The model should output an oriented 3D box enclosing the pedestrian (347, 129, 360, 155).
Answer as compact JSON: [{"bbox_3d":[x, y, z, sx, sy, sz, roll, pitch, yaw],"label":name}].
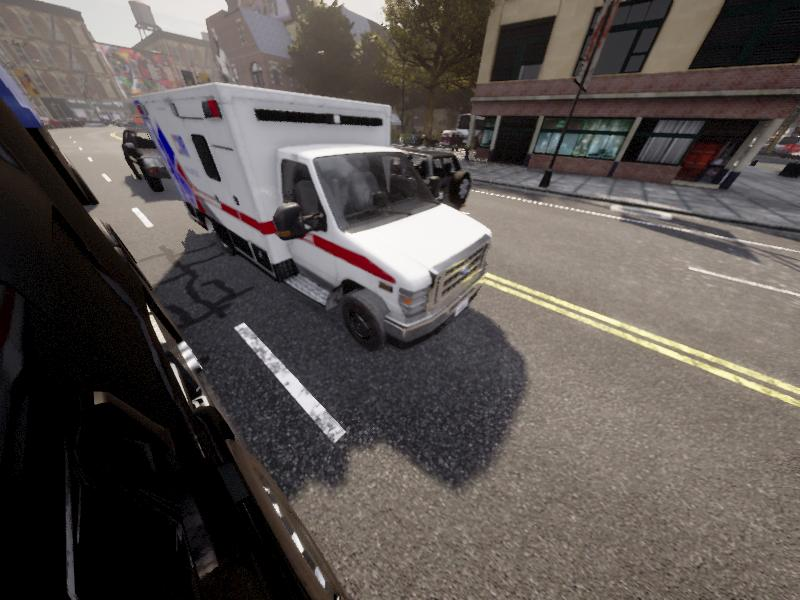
[{"bbox_3d":[-4.163,-14.188,20.740,0.751,1.860,0.751,24,42,26],"label":"pedestrian"}]

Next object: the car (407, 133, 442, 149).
[{"bbox_3d":[3.426,-21.534,31.256,1.930,1.638,5.238,28,44,30],"label":"car"}]

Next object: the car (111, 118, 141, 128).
[{"bbox_3d":[-54.852,-35.481,46.407,1.970,1.475,3.806,-7,38,-12],"label":"car"}]

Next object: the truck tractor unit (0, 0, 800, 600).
[{"bbox_3d":[-2.645,-0.295,0.352,6.516,4.208,3.053,28,44,30],"label":"truck tractor unit"}]

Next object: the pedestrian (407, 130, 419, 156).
[{"bbox_3d":[1.098,-13.597,20.029,0.751,1.860,0.751,-5,37,-10],"label":"pedestrian"}]

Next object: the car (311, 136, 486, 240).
[{"bbox_3d":[-0.279,-3.555,6.808,4.605,1.855,1.932,28,44,30],"label":"car"}]

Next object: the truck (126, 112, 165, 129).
[{"bbox_3d":[-51.453,-36.368,46.904,2.627,2.467,5.204,-7,38,-12],"label":"truck"}]

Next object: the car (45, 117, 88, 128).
[{"bbox_3d":[-54.716,-29.186,38.078,1.895,1.301,4.718,-11,39,-17],"label":"car"}]

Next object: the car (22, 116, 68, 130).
[{"bbox_3d":[-52.054,-26.124,34.031,2.002,1.452,4.674,-18,41,-25],"label":"car"}]

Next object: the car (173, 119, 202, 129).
[{"bbox_3d":[-49.031,-40.722,53.569,1.930,1.638,5.238,2,37,0],"label":"car"}]

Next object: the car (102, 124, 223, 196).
[{"bbox_3d":[-9.239,-5.618,8.999,4.605,1.855,1.932,28,44,30],"label":"car"}]

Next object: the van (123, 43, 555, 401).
[{"bbox_3d":[-1.674,-1.785,3.897,6.366,2.431,2.351,28,44,30],"label":"van"}]

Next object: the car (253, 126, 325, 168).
[{"bbox_3d":[-7.190,-10.007,14.988,4.605,1.855,1.932,28,44,30],"label":"car"}]

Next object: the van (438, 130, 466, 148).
[{"bbox_3d":[8.090,-24.909,35.727,2.069,2.038,4.480,28,44,30],"label":"van"}]

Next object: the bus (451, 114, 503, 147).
[{"bbox_3d":[13.601,-29.679,40.600,3.944,4.253,10.273,28,44,30],"label":"bus"}]

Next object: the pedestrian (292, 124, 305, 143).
[{"bbox_3d":[-12.341,-20.255,28.072,0.751,1.860,0.751,12,38,12],"label":"pedestrian"}]

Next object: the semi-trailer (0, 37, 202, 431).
[{"bbox_3d":[-8.742,-3.577,4.181,14.254,4.402,2.717,28,43,29],"label":"semi-trailer"}]
